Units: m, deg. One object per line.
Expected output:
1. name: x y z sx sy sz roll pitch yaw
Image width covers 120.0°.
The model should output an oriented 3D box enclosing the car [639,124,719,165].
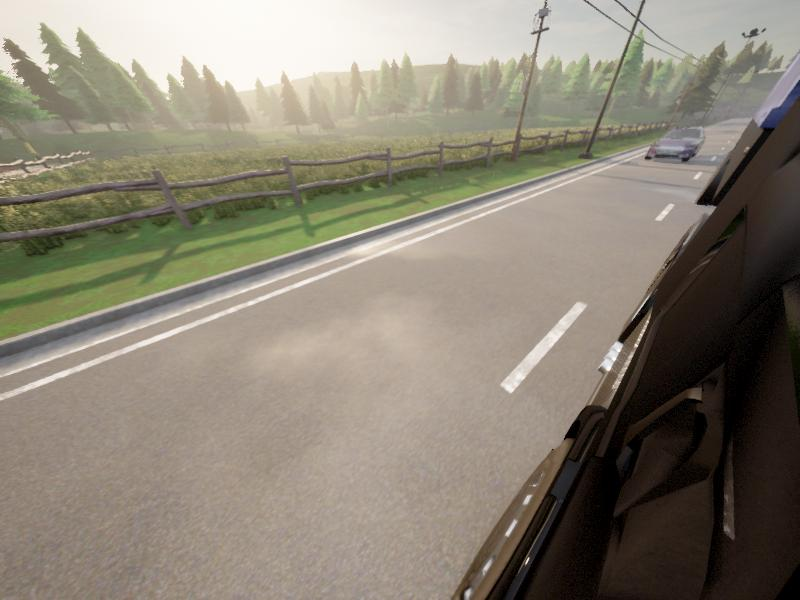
1. car: 16.743 -9.422 13.860 4.856 1.649 2.033 -28 43 -30

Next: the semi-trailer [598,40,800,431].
1. semi-trailer: 8.686 -3.608 4.246 14.254 4.402 2.717 -28 44 -30

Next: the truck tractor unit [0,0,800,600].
1. truck tractor unit: 2.645 -0.295 0.351 6.516 4.208 3.053 -28 44 -30
